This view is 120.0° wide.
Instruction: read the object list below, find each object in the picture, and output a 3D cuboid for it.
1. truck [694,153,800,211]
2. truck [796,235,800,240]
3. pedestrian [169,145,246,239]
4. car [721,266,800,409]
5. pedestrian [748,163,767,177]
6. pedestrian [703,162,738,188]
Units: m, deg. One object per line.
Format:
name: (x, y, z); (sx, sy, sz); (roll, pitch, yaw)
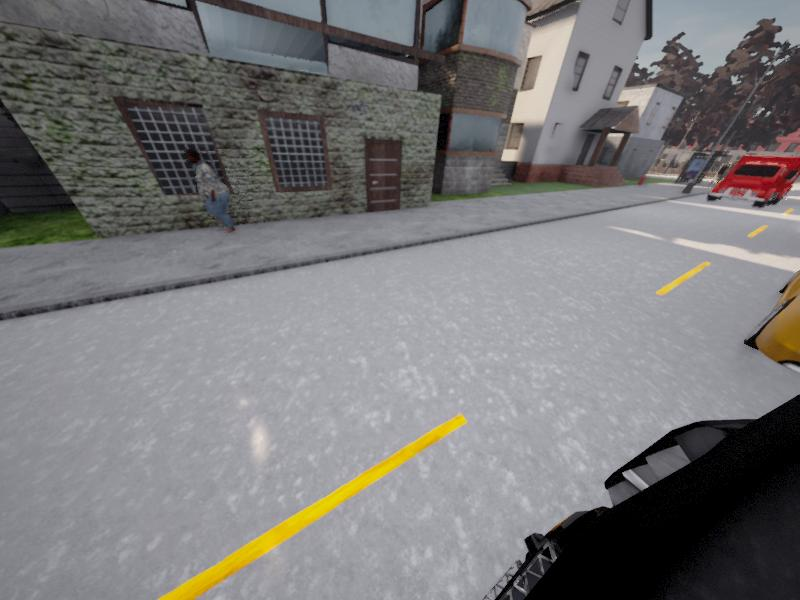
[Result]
truck: (20.817, -6.993, 13.504); (5.204, 2.467, 2.627); (-16, 38, -25)
truck: (16.806, -3.118, 7.777); (6.274, 2.098, 2.390); (-16, 38, -26)
pedestrian: (-4.381, -2.514, 5.436); (0.751, 1.860, 0.751); (-16, 38, -26)
car: (6.620, 0.068, 2.834); (5.008, 1.535, 1.882); (-16, 38, -26)
pedestrian: (56.406, -20.534, 36.465); (0.751, 1.860, 0.751); (-15, 38, -25)
pedestrian: (27.672, -10.812, 19.982); (0.751, 1.860, 0.751); (-6, 35, -12)
